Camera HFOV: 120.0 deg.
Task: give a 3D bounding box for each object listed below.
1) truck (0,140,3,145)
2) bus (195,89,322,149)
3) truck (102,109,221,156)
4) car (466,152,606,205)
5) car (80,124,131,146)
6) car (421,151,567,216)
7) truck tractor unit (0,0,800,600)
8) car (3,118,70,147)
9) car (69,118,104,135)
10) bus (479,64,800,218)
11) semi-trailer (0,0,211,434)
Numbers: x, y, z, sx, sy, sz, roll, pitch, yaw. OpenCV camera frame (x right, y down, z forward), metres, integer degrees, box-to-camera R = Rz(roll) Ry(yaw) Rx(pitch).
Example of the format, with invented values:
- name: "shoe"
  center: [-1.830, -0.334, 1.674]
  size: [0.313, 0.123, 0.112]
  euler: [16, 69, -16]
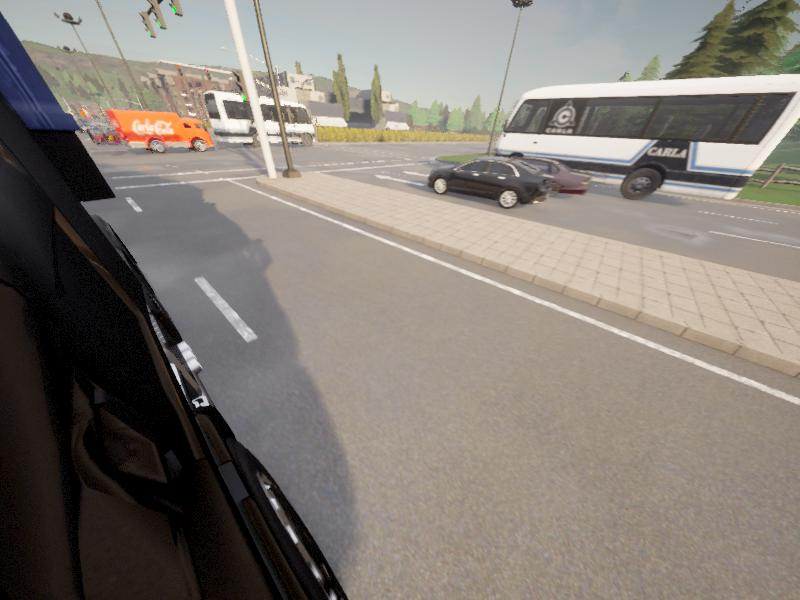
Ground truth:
- name: "truck"
  center: [-30.245, -11.639, 15.577]
  size: [6.274, 2.098, 2.390]
  euler: [28, 43, 30]
- name: "bus"
  center: [-14.385, -19.191, 25.088]
  size: [3.944, 4.253, 10.273]
  euler: [26, 42, 28]
- name: "truck"
  center: [-17.465, -12.517, 17.340]
  size: [2.627, 2.467, 5.204]
  euler: [25, 42, 27]
- name: "car"
  center: [6.219, -6.067, 11.169]
  size: [5.357, 1.411, 2.033]
  euler: [28, 43, 30]
- name: "car"
  center: [-26.776, -15.010, 20.994]
  size: [4.181, 1.385, 1.994]
  euler: [27, 43, 29]
- name: "car"
  center: [3.430, -4.882, 9.286]
  size: [4.892, 1.490, 1.837]
  euler: [28, 43, 30]
- name: "truck tractor unit"
  center: [-2.645, -0.295, 0.351]
  size: [6.516, 4.208, 3.053]
  euler: [28, 44, 30]
- name: "car"
  center: [-28.806, -13.401, 18.461]
  size: [5.027, 1.651, 2.152]
  euler: [28, 43, 30]
- name: "car"
  center: [-41.470, -22.998, 30.561]
  size: [4.856, 1.649, 2.033]
  euler: [29, 43, 30]
- name: "bus"
  center: [10.047, -7.814, 11.395]
  size: [10.273, 4.253, 3.944]
  euler: [28, 43, 30]
- name: "semi-trailer"
  center: [-9.362, -3.046, 3.435]
  size: [14.254, 4.402, 2.717]
  euler: [20, 39, 21]
